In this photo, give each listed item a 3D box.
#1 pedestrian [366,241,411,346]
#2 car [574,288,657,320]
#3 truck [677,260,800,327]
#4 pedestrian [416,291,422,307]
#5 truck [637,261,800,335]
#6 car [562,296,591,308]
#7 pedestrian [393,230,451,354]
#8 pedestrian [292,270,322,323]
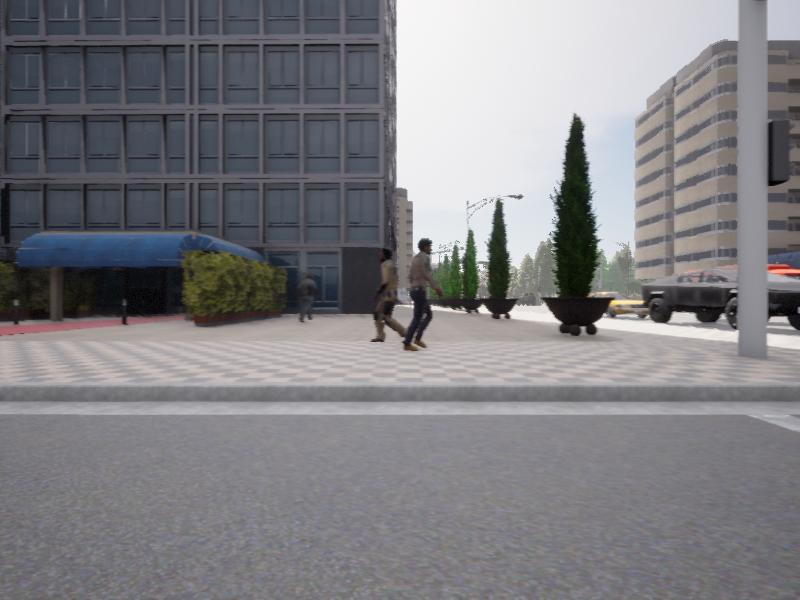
[{"bbox_3d":[-0.204,-0.115,7.484,0.751,1.860,0.751,0,0,6],"label":"pedestrian"},{"bbox_3d":[11.771,0.200,22.363,1.801,1.575,5.366,0,0,1],"label":"car"},{"bbox_3d":[15.180,-0.245,17.435,2.627,2.467,5.204,0,0,1],"label":"truck"},{"bbox_3d":[2.213,-0.158,46.984,0.751,1.860,0.751,0,0,0],"label":"pedestrian"},{"bbox_3d":[11.637,-0.059,14.530,2.390,2.098,6.274,0,0,1],"label":"truck"},{"bbox_3d":[22.549,0.268,51.325,1.812,1.442,4.674,0,0,2],"label":"car"},{"bbox_3d":[0.334,-0.115,6.436,0.751,1.860,0.751,0,0,-14],"label":"pedestrian"},{"bbox_3d":[-3.419,-0.121,14.695,0.751,1.860,0.751,0,0,26],"label":"pedestrian"}]
